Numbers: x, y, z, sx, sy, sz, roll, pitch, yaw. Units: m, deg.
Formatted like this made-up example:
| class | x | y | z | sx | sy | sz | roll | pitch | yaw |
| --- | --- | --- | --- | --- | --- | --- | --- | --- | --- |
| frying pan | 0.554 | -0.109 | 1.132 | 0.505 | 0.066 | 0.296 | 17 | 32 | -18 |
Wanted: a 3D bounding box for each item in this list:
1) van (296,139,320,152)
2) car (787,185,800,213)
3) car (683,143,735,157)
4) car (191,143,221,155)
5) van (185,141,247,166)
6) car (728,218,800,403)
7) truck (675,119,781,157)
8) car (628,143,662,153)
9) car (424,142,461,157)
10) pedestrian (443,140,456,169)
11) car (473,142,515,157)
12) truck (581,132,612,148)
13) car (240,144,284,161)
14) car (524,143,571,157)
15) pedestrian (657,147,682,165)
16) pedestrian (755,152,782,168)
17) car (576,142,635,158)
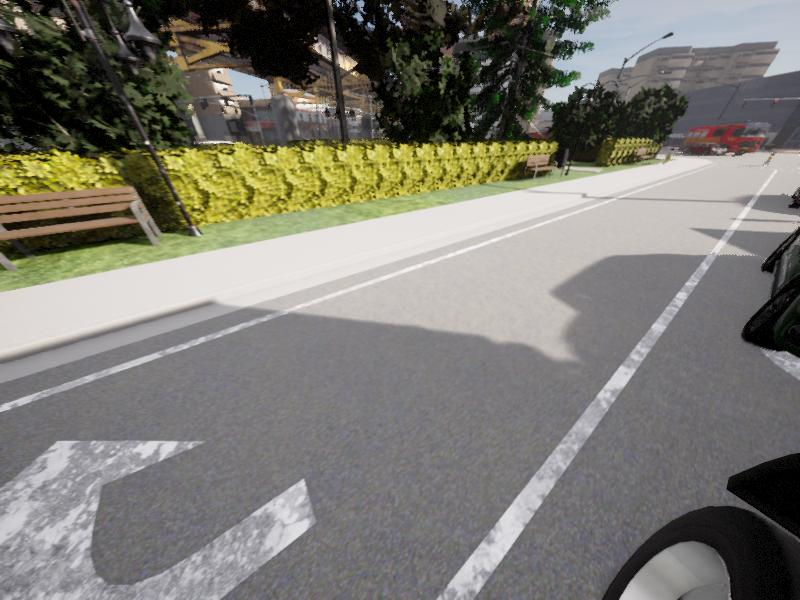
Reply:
| class | x | y | z | sx | sy | sz | roll | pitch | yaw |
| --- | --- | --- | --- | --- | --- | --- | --- | --- | --- |
| van | -17.772 | -30.002 | 44.862 | 2.069 | 2.038 | 4.480 | 6 | 36 | 8 |
| car | 16.438 | -4.168 | 8.434 | 4.674 | 1.442 | 1.812 | -22 | 41 | -28 |
| car | 40.689 | -19.906 | 30.565 | 1.970 | 1.475 | 3.806 | 6 | 35 | 8 |
| car | -32.877 | -25.589 | 39.116 | 4.974 | 1.542 | 2.038 | 22 | 41 | 28 |
| van | -18.811 | -15.276 | 23.973 | 2.069 | 2.038 | 4.480 | 6 | 36 | 9 |
| car | 6.710 | -0.418 | 2.706 | 5.566 | 2.045 | 2.150 | -22 | 40 | -28 |
| truck | 44.743 | -22.529 | 32.243 | 2.891 | 3.827 | 8.468 | 6 | 35 | 8 |
| car | 42.821 | -26.722 | 40.446 | 1.994 | 1.385 | 4.181 | 6 | 35 | 9 |
| car | 6.073 | -21.716 | 33.267 | 5.027 | 1.651 | 2.152 | 6 | 36 | 9 |
| pedestrian | 3.793 | -11.257 | 17.839 | 0.751 | 1.860 | 0.751 | 3 | 35 | 5 |
| car | 12.927 | -21.008 | 32.205 | 5.027 | 1.651 | 2.152 | 6 | 36 | 9 |
| truck | 60.158 | -49.201 | 71.032 | 2.891 | 3.827 | 8.468 | 6 | 35 | 8 |
| car | -17.549 | -19.122 | 29.820 | 1.801 | 1.575 | 5.366 | 6 | 36 | 8 |
| car | 19.761 | -20.247 | 31.191 | 4.792 | 1.488 | 2.163 | 6 | 36 | 9 |
| pedestrian | 23.175 | -12.395 | 19.876 | 0.751 | 1.300 | 0.751 | -21 | 40 | -26 |
| pedestrian | 30.118 | -11.443 | 18.891 | 0.500 | 1.100 | 0.500 | -3 | 35 | -4 |
| car | 26.579 | -19.602 | 30.096 | 5.027 | 1.651 | 2.152 | 6 | 36 | 9 |
